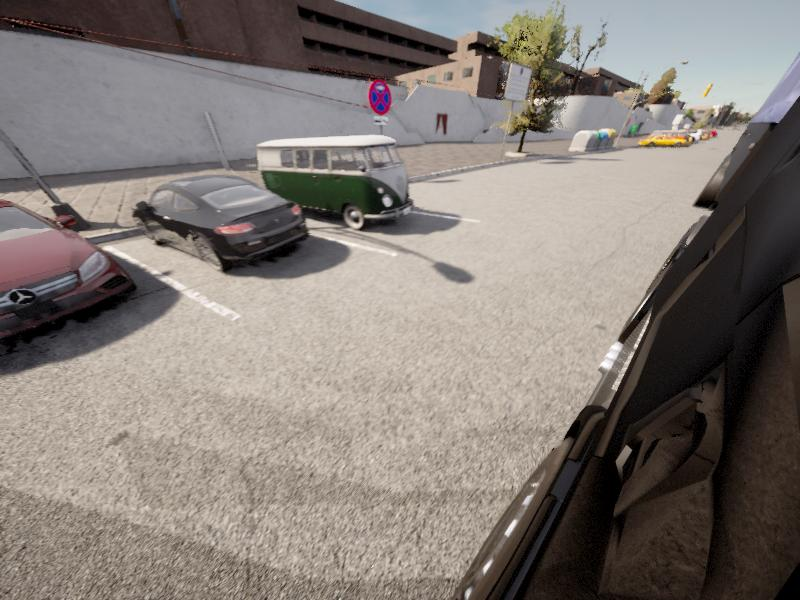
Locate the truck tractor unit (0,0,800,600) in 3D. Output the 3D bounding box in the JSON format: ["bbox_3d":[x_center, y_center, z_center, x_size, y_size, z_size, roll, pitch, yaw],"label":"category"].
[{"bbox_3d":[2.645,-0.295,0.351,6.516,4.208,3.053,-28,44,-30],"label":"truck tractor unit"}]

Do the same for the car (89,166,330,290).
[{"bbox_3d":[-4.142,-1.928,5.110,4.674,1.452,2.002,17,41,25],"label":"car"}]

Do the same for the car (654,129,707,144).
[{"bbox_3d":[51.750,-30.289,42.811,5.566,2.045,2.435,18,40,24],"label":"car"}]

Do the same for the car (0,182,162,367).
[{"bbox_3d":[-6.419,-0.732,3.617,4.674,1.452,2.002,17,41,25],"label":"car"}]

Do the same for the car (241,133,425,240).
[{"bbox_3d":[-1.772,-3.315,6.409,4.442,1.987,1.878,17,41,25],"label":"car"}]

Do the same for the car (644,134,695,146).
[{"bbox_3d":[42.635,-25.484,36.796,4.792,1.488,2.163,18,40,24],"label":"car"}]

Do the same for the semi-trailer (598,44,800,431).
[{"bbox_3d":[8.710,-3.542,4.298,14.254,4.402,2.717,-28,44,-30],"label":"semi-trailer"}]

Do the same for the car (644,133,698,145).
[{"bbox_3d":[44.779,-26.701,38.386,5.366,1.575,1.946,18,40,24],"label":"car"}]

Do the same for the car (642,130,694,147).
[{"bbox_3d":[40.481,-24.508,35.048,4.442,1.987,1.878,18,39,24],"label":"car"}]

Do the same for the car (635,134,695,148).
[{"bbox_3d":[38.263,-23.162,33.606,5.366,1.575,1.946,18,39,24],"label":"car"}]
